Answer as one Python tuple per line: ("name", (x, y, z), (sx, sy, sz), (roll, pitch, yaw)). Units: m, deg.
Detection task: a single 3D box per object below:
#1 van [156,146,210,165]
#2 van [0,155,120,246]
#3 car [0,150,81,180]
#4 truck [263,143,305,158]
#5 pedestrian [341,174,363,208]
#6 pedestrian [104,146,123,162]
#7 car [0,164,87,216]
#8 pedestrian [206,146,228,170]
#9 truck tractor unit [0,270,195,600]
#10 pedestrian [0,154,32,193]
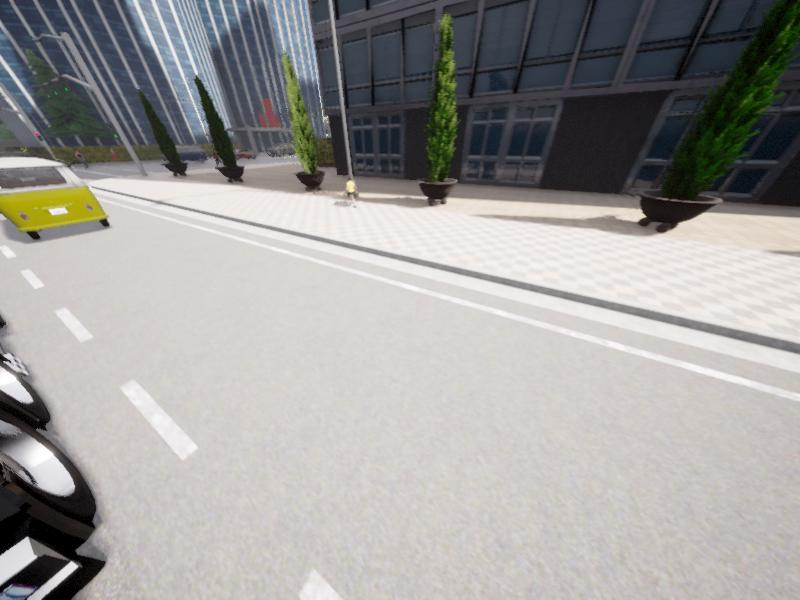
("van", (-28.365, -19.059, 30.357), (1.775, 1.987, 4.442), (17, 39, 24))
("van", (-11.594, -3.417, 7.466), (4.442, 1.987, 1.775), (20, 40, 27))
("car", (-31.450, -11.733, 19.913), (1.905, 1.878, 3.866), (17, 39, 24))
("truck", (-20.688, -27.039, 41.647), (2.390, 2.098, 6.274), (17, 38, 24))
("pedestrian", (-1.825, -4.203, 8.895), (0.500, 1.100, 0.500), (27, 43, 34))
("pedestrian", (-39.645, -20.208, 32.018), (0.751, 1.860, 0.751), (18, 39, 24))
("car", (-16.819, -5.089, 10.378), (4.514, 1.525, 2.007), (18, 39, 24))
("pedestrian", (-17.082, -13.250, 21.565), (0.751, 1.860, 0.751), (15, 38, 22))
("truck tractor unit", (-5.127, -0.275, 0.834), (6.516, 4.208, 3.053), (17, 36, 25))
("pedestrian", (-22.763, -7.278, 13.310), (0.751, 1.860, 0.751), (16, 38, 23))
